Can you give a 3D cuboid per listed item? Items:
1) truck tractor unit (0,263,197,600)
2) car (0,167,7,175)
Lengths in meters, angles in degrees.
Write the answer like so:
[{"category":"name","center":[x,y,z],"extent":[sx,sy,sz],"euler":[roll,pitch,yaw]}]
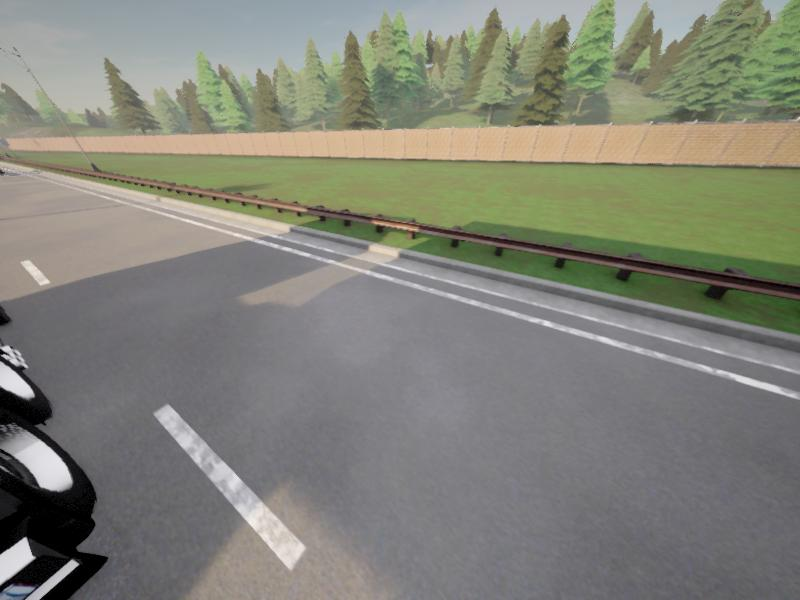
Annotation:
[{"category":"truck tractor unit","center":[-5.114,-0.295,0.788],"extent":[6.516,4.208,3.053],"euler":[18,39,24]},{"category":"car","center":[-36.388,-11.602,19.838],"extent":[4.674,1.442,1.812],"euler":[18,39,24]}]
